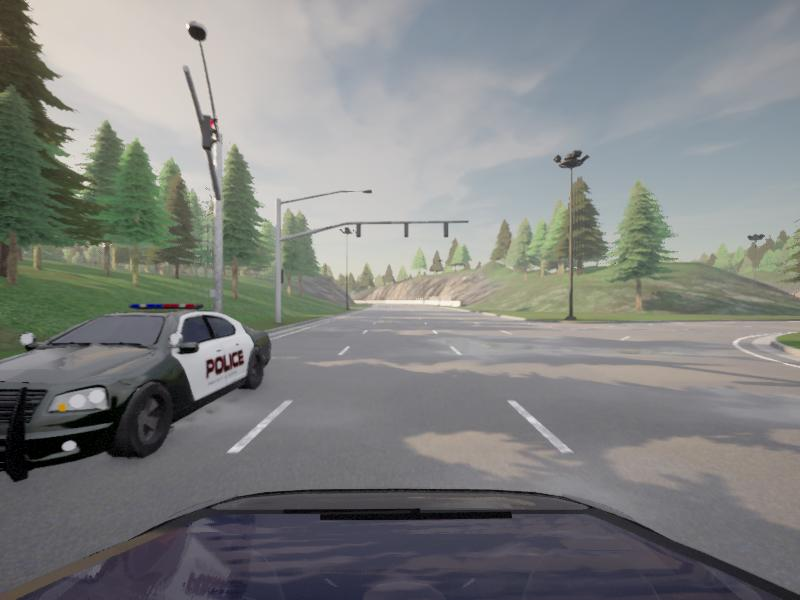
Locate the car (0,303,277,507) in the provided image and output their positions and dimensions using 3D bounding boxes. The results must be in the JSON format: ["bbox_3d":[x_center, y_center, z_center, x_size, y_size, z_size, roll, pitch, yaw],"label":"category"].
[{"bbox_3d":[-3.500,0.828,5.580,2.038,1.542,4.974,0,0,0],"label":"car"}]
